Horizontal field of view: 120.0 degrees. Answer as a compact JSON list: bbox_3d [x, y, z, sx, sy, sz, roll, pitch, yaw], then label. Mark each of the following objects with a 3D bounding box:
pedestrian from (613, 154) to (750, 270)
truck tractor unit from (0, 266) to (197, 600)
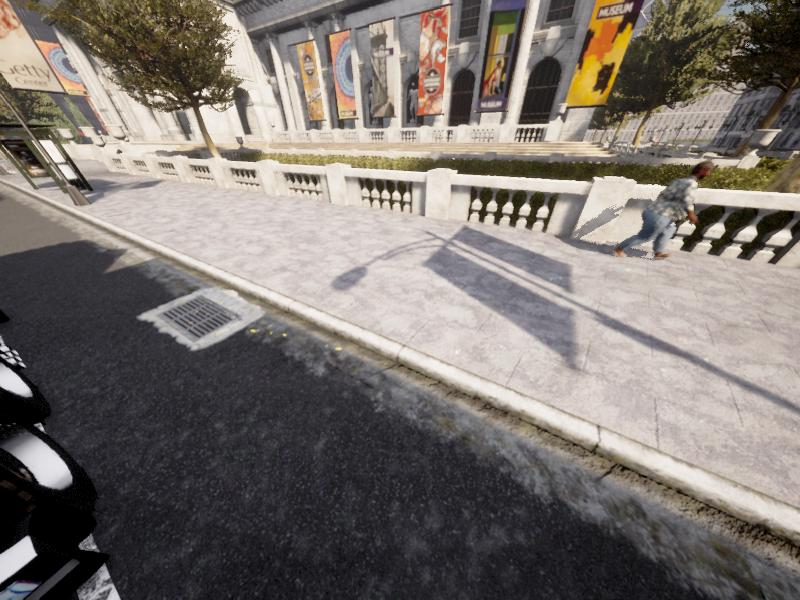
[{"bbox_3d":[5.042,-1.635,4.367,0.751,1.860,0.751,18,39,24],"label":"pedestrian"},{"bbox_3d":[-5.113,-0.299,0.771,6.516,4.208,3.053,18,39,24],"label":"truck tractor unit"}]
